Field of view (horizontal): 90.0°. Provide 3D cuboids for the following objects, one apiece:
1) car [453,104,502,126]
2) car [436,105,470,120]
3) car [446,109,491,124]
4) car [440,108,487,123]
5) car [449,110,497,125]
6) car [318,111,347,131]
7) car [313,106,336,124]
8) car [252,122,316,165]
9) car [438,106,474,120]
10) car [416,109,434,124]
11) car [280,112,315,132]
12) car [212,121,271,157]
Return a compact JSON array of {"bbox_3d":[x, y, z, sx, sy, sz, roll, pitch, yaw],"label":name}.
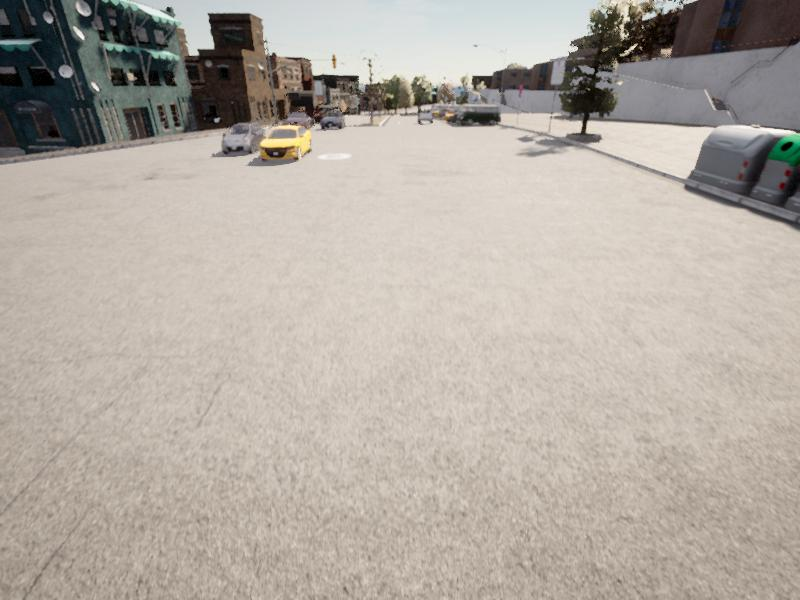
[{"bbox_3d":[7.915,-19.013,41.167,4.442,1.987,1.878,-8,28,-18],"label":"car"},{"bbox_3d":[7.897,-28.130,59.916,4.442,1.987,1.878,-8,28,-18],"label":"car"},{"bbox_3d":[8.018,-21.396,46.678,4.674,1.452,2.002,-8,28,-18],"label":"car"},{"bbox_3d":[7.840,-22.711,49.279,5.366,1.575,1.946,-8,28,-18],"label":"car"},{"bbox_3d":[8.014,-20.095,44.004,4.674,1.452,2.002,-8,27,-18],"label":"car"},{"bbox_3d":[-5.906,-15.958,35.541,1.816,1.474,4.193,0,26,0],"label":"car"},{"bbox_3d":[-8.932,-21.965,47.364,1.905,1.878,3.866,0,26,0],"label":"car"},{"bbox_3d":[-5.904,-8.346,21.057,1.882,1.535,5.008,-1,28,0],"label":"car"},{"bbox_3d":[8.036,-26.759,57.329,4.553,1.767,2.185,-8,28,-18],"label":"car"},{"bbox_3d":[2.946,-21.656,47.122,1.845,1.501,3.633,0,26,0],"label":"car"},{"bbox_3d":[-8.903,-15.719,35.176,1.994,1.385,4.181,0,27,0],"label":"car"},{"bbox_3d":[-8.909,-9.277,22.891,1.845,1.501,3.633,-1,29,0],"label":"car"}]
